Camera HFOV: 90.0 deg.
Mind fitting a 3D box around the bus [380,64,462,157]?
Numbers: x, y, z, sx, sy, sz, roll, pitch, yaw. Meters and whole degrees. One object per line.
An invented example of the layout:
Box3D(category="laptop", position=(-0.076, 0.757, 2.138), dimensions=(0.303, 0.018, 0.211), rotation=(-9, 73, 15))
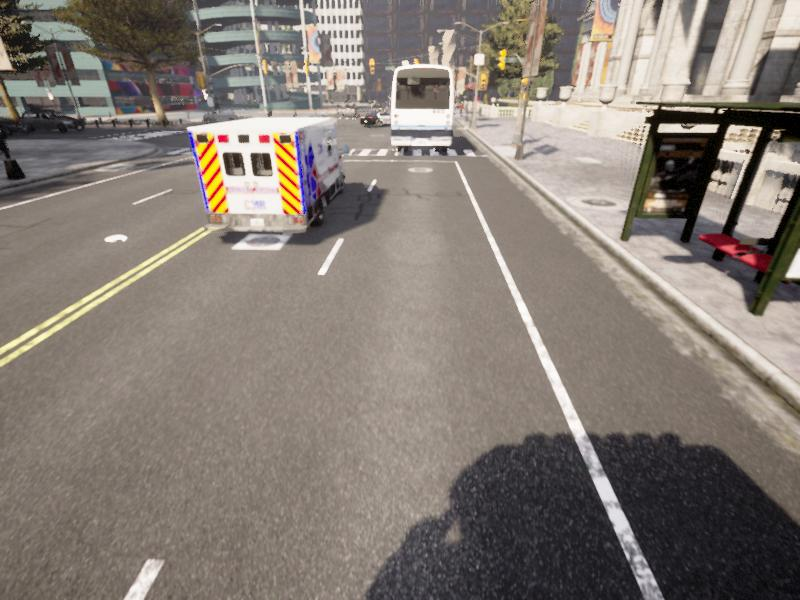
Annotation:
Box3D(category="bus", position=(1.285, -11.794, 24.842), dimensions=(3.944, 4.253, 10.273), rotation=(2, 27, 3))

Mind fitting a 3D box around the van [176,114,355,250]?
Box3D(category="van", position=(-2.983, -3.663, 11.054), dimensions=(2.351, 2.431, 6.366), rotation=(2, 27, 3))

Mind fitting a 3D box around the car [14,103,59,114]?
Box3D(category="car", position=(-57.997, -30.567, 63.902), dimensions=(4.786, 1.482, 2.161), rotation=(1, 27, 2))

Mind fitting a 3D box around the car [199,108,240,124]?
Box3D(category="car", position=(-20.394, -20.869, 45.357), dimensions=(3.633, 1.501, 1.845), rotation=(-4, 28, -7))

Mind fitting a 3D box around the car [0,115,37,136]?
Box3D(category="car", position=(-32.624, -14.113, 32.309), dimensions=(4.674, 1.442, 1.812), rotation=(1, 27, 3))

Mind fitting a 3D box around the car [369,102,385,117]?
Box3D(category="car", position=(-3.414, -28.874, 60.557), dimensions=(1.932, 1.855, 4.605), rotation=(2, 28, 3))

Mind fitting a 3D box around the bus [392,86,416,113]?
Box3D(category="bus", position=(0.871, -37.725, 75.147), dimensions=(3.944, 4.253, 10.273), rotation=(2, 27, 3))

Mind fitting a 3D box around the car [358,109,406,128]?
Box3D(category="car", position=(-1.822, -18.710, 41.226), dimensions=(2.038, 1.542, 4.974), rotation=(22, 34, 36))

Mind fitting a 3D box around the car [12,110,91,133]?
Box3D(category="car", position=(-30.577, -15.750, 35.243), dimensions=(4.611, 1.667, 2.242), rotation=(2, 27, 3))

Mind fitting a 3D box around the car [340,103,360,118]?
Box3D(category="car", position=(-7.114, -27.258, 57.426), dimensions=(1.932, 1.855, 4.605), rotation=(2, 26, 3))
